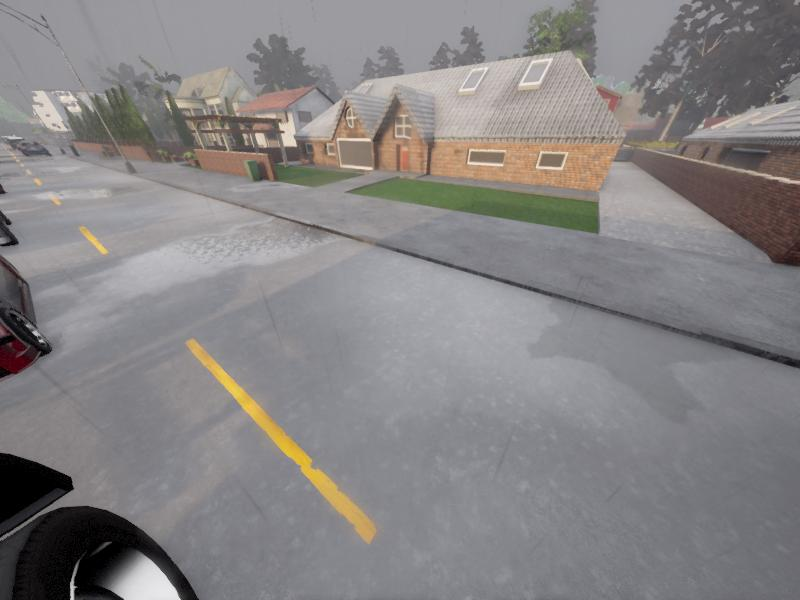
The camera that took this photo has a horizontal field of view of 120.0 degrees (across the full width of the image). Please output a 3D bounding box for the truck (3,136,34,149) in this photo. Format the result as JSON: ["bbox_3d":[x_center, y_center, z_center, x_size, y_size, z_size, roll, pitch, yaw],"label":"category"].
[{"bbox_3d":[-78.816,-32.510,47.716,6.274,2.098,2.390,22,41,28],"label":"truck"}]

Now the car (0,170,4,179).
[{"bbox_3d":[-27.270,-8.522,14.552,4.193,1.474,1.816,22,41,28],"label":"car"}]

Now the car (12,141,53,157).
[{"bbox_3d":[-50.192,-20.714,31.537,4.611,1.667,2.242,22,41,28],"label":"car"}]

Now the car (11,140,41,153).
[{"bbox_3d":[-62.057,-25.492,38.327,3.988,1.617,1.851,22,41,28],"label":"car"}]

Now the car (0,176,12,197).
[{"bbox_3d":[-20.038,-5.607,10.417,4.514,1.525,2.007,22,41,28],"label":"car"}]

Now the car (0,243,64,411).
[{"bbox_3d":[-6.081,0.134,2.524,4.181,1.385,1.994,22,41,28],"label":"car"}]

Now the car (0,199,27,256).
[{"bbox_3d":[-11.349,-2.081,5.470,4.514,1.525,2.007,22,41,28],"label":"car"}]

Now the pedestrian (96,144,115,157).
[{"bbox_3d":[-36.964,-18.779,28.979,0.751,1.300,0.751,8,36,11],"label":"pedestrian"}]

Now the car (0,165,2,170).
[{"bbox_3d":[-33.807,-11.197,18.256,3.633,1.501,1.845,22,41,28],"label":"car"}]

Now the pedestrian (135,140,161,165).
[{"bbox_3d":[-22.992,-13.494,21.084,0.751,1.860,0.751,21,40,27],"label":"pedestrian"}]
